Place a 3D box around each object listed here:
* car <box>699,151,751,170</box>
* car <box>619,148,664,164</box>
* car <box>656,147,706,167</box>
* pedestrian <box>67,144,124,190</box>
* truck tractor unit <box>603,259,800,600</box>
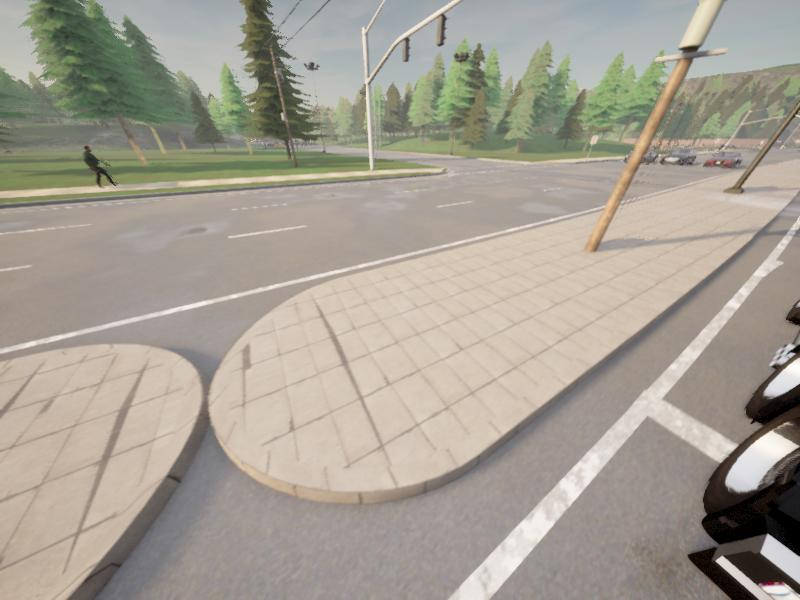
[{"bbox_3d":[33.032,-14.206,23.475,4.181,1.385,1.994,-18,39,-25],"label":"car"},{"bbox_3d":[29.805,-17.844,28.535,4.974,1.542,2.038,-19,39,-25],"label":"car"},{"bbox_3d":[31.796,-16.234,26.154,4.856,1.649,2.033,-19,39,-25],"label":"car"},{"bbox_3d":[-14.779,-6.503,11.296,0.751,1.860,0.751,-17,38,-23],"label":"pedestrian"},{"bbox_3d":[5.099,-0.313,0.794,6.516,4.208,3.053,-19,39,-24],"label":"truck tractor unit"}]
